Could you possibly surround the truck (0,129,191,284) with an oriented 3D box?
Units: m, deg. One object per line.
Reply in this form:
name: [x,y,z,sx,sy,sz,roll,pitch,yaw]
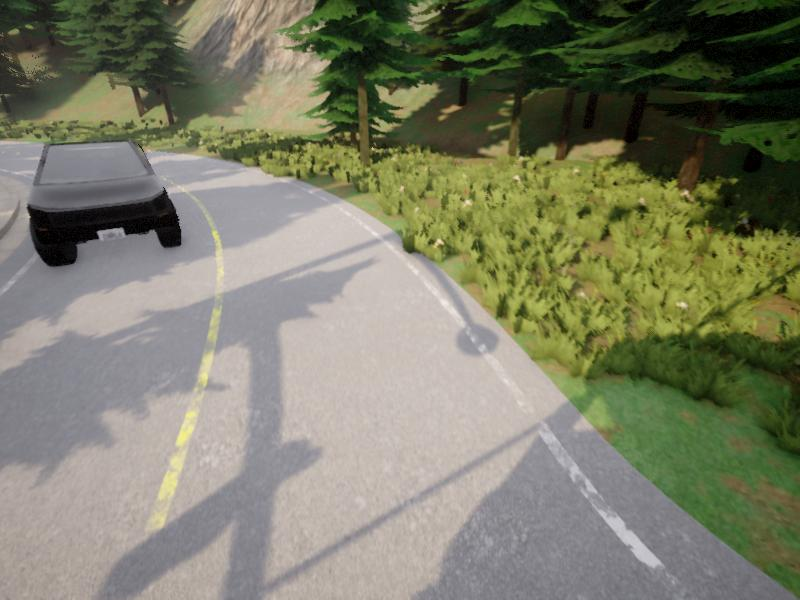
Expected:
truck: [-7.044,-2.720,9.612,2.390,2.098,6.274,-17,31,-29]
